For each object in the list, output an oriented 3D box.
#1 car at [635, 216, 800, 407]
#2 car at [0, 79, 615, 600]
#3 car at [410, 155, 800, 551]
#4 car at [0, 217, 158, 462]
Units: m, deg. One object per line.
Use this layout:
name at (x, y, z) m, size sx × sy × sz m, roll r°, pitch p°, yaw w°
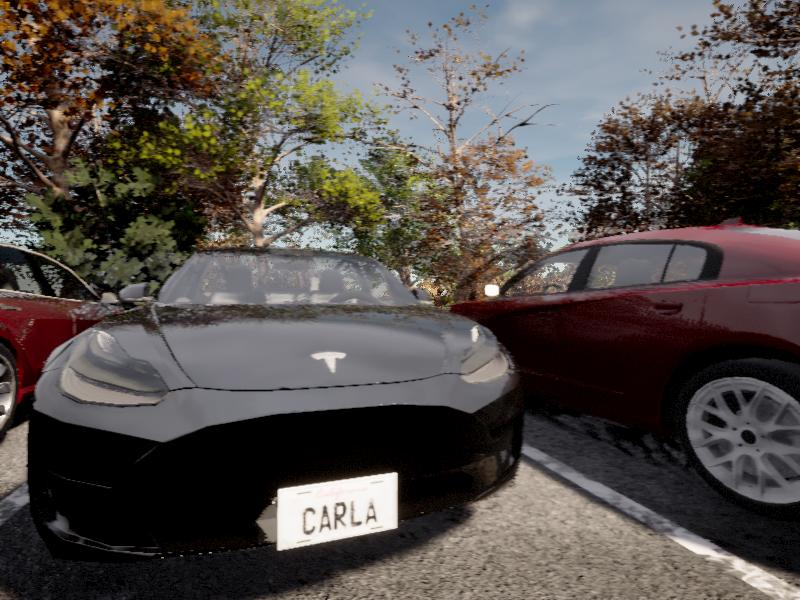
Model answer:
car at (4.926, 0.105, 3.533) m, size 2.185 × 1.767 × 4.553 m, roll 1°, pitch -1°, yaw -20°
car at (-0.975, 0.258, 3.471) m, size 2.163 × 1.488 × 4.792 m, roll 1°, pitch -1°, yaw -19°
car at (1.971, 0.229, 3.484) m, size 2.097 × 1.535 × 5.008 m, roll 0°, pitch -1°, yaw -20°
car at (-3.968, 0.258, 3.556) m, size 2.163 × 1.488 × 4.792 m, roll 0°, pitch -1°, yaw -19°
